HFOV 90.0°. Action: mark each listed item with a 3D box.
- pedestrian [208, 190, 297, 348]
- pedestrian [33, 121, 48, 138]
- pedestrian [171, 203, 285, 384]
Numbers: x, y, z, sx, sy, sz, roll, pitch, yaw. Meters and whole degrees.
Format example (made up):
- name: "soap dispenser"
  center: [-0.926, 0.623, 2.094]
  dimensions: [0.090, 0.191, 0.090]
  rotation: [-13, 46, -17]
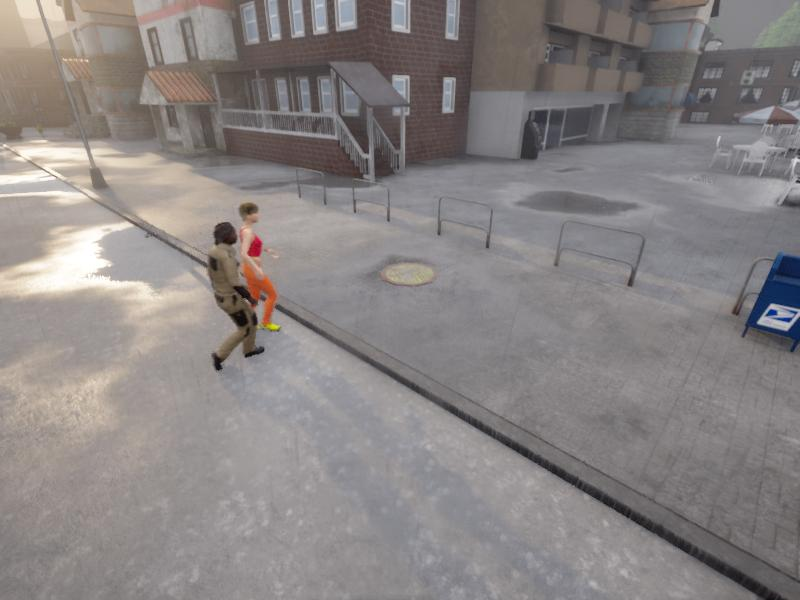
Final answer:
- name: "pedestrian"
  center: [-1.936, -0.411, 5.331]
  dimensions: [0.751, 1.860, 0.751]
  rotation: [-12, 30, -22]
- name: "pedestrian"
  center: [-27.537, -13.058, 30.644]
  dimensions: [0.500, 1.100, 0.500]
  rotation: [22, 35, 36]
- name: "pedestrian"
  center: [-1.973, -0.090, 4.705]
  dimensions: [0.751, 1.860, 0.751]
  rotation: [-18, 32, -31]
